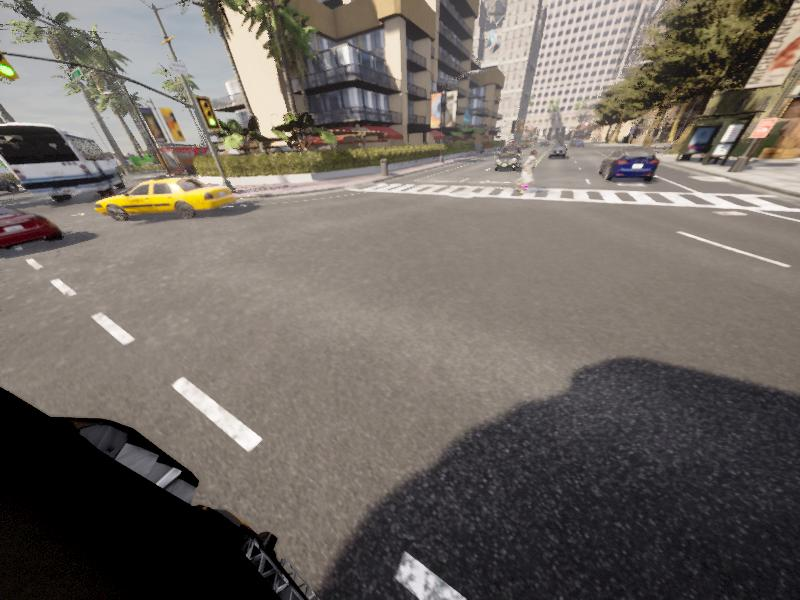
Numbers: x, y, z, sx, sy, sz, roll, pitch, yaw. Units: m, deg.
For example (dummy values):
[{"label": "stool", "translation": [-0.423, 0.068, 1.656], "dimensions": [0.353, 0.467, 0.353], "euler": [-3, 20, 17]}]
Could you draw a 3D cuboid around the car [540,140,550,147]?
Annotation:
[{"label": "car", "translation": [44.338, -47.739, 70.519], "dimensions": [2.152, 1.651, 5.027], "euler": [15, 38, 25]}]

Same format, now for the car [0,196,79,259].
[{"label": "car", "translation": [-13.449, -2.265, 7.185], "dimensions": [4.181, 1.385, 1.994], "euler": [3, 34, 9]}]

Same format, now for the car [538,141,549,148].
[{"label": "car", "translation": [39.611, -42.923, 63.653], "dimensions": [1.994, 1.385, 4.181], "euler": [15, 38, 25]}]

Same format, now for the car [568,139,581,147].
[{"label": "car", "translation": [44.599, -40.155, 59.025], "dimensions": [2.163, 1.488, 4.792], "euler": [15, 38, 25]}]

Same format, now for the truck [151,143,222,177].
[{"label": "truck", "translation": [-32.172, -21.688, 35.552], "dimensions": [2.891, 3.827, 8.468], "euler": [-5, 34, -2]}]

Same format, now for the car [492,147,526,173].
[{"label": "car", "translation": [9.321, -11.999, 19.673], "dimensions": [1.851, 1.617, 3.988], "euler": [15, 38, 25]}]

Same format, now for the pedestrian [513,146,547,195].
[{"label": "pedestrian", "translation": [5.863, -5.843, 10.475], "dimensions": [0.751, 1.860, 0.751], "euler": [22, 41, 33]}]

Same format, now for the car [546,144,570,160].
[{"label": "car", "translation": [19.310, -18.171, 28.283], "dimensions": [2.033, 1.411, 5.357], "euler": [15, 38, 25]}]

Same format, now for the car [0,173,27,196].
[{"label": "car", "translation": [-38.371, -10.286, 20.984], "dimensions": [2.152, 1.651, 5.027], "euler": [-15, 36, -17]}]

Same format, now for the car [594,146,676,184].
[{"label": "car", "translation": [13.080, -7.874, 13.310], "dimensions": [2.163, 1.488, 4.792], "euler": [15, 38, 25]}]

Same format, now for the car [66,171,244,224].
[{"label": "car", "translation": [-10.290, -4.534, 10.128], "dimensions": [5.366, 1.575, 1.801], "euler": [-2, 33, 1]}]

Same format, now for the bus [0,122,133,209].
[{"label": "bus", "translation": [-24.970, -10.257, 17.483], "dimensions": [3.944, 4.253, 10.273], "euler": [-27, 41, -30]}]

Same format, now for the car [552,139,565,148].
[{"label": "car", "translation": [38.272, -37.704, 55.743], "dimensions": [2.033, 1.649, 4.856], "euler": [15, 38, 26]}]

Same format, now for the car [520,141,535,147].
[{"label": "car", "translation": [41.576, -51.121, 75.620], "dimensions": [1.801, 1.575, 5.366], "euler": [-4, 34, -2]}]

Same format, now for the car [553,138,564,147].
[{"label": "car", "translation": [41.386, -41.001, 60.182], "dimensions": [1.905, 1.878, 3.866], "euler": [15, 38, 26]}]

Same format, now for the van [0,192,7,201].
[{"label": "van", "translation": [-30.840, -7.486, 15.358], "dimensions": [1.988, 2.561, 5.915], "euler": [-23, 39, -26]}]

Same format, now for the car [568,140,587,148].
[{"label": "car", "translation": [40.447, -35.639, 52.674], "dimensions": [2.033, 1.411, 5.357], "euler": [9, 36, 17]}]

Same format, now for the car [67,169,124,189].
[{"label": "car", "translation": [-32.929, -13.307, 25.191], "dimensions": [1.970, 1.475, 3.806], "euler": [-14, 35, -16]}]
